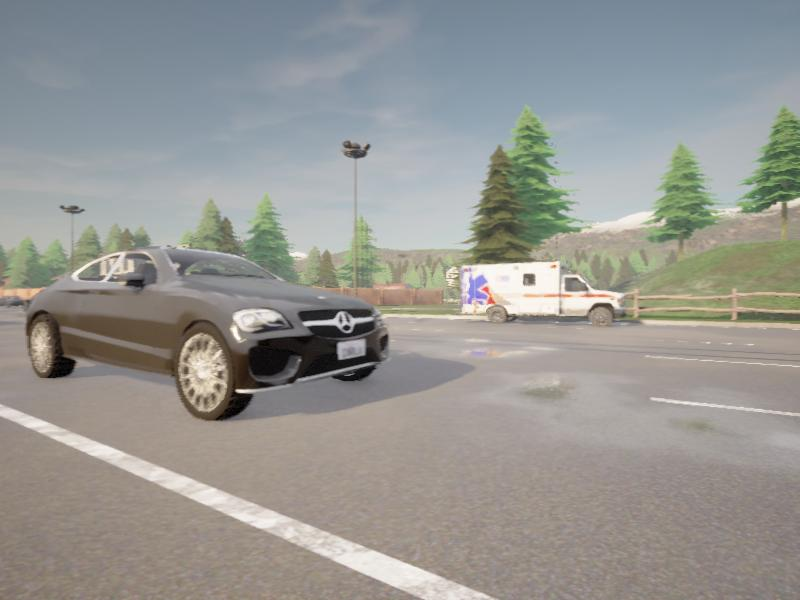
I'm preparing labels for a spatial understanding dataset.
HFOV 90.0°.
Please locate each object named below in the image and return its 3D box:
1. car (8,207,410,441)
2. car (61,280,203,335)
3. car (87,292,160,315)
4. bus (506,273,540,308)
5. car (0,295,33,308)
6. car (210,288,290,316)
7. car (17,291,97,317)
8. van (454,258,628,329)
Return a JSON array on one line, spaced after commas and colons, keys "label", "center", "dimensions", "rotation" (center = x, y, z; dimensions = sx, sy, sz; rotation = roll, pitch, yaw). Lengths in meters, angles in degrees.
[{"label": "car", "center": [-2.598, 0.170, 5.042], "dimensions": [5.027, 1.651, 2.152], "rotation": [0, 0, 31]}, {"label": "car", "center": [-8.613, 0.217, 12.732], "dimensions": [4.892, 1.490, 1.837], "rotation": [0, 0, 31]}, {"label": "car", "center": [-18.631, 0.235, 26.905], "dimensions": [5.357, 1.411, 2.033], "rotation": [0, 0, 31]}, {"label": "bus", "center": [16.336, -1.138, 53.885], "dimensions": [3.944, 4.253, 10.273], "rotation": [0, 0, 14]}, {"label": "car", "center": [-45.602, 0.165, 47.171], "dimensions": [5.357, 1.411, 2.033], "rotation": [0, 0, 31]}, {"label": "car", "center": [-9.624, 0.131, 25.583], "dimensions": [5.238, 1.638, 1.930], "rotation": [0, 0, 31]}, {"label": "car", "center": [-20.641, 0.233, 24.029], "dimensions": [5.357, 1.411, 2.033], "rotation": [0, 0, 31]}, {"label": "van", "center": [5.651, -0.224, 16.416], "dimensions": [6.366, 2.431, 2.351], "rotation": [0, 0, 31]}]
